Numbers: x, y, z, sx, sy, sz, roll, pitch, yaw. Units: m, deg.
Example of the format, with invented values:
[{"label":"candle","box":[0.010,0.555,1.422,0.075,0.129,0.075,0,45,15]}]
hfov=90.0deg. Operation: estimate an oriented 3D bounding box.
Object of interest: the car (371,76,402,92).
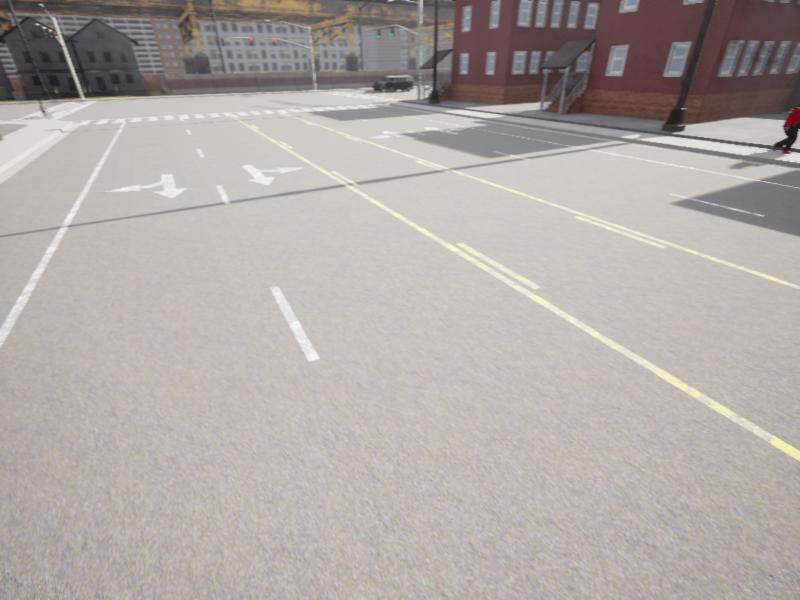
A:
[{"label":"car","box":[-1.907,-30.638,56.651,3.866,1.878,1.905,-16,33,-24]}]

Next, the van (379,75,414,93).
[{"label":"van","box":[-0.427,-29.091,53.871,4.442,1.987,1.775,-16,33,-23]}]

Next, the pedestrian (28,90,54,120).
[{"label":"pedestrian","box":[-26.205,-14.255,29.219,0.751,1.860,0.751,-18,35,-27]}]

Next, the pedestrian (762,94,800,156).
[{"label":"pedestrian","box":[13.656,-6.082,13.899,0.751,1.860,0.751,-11,32,-17]}]
